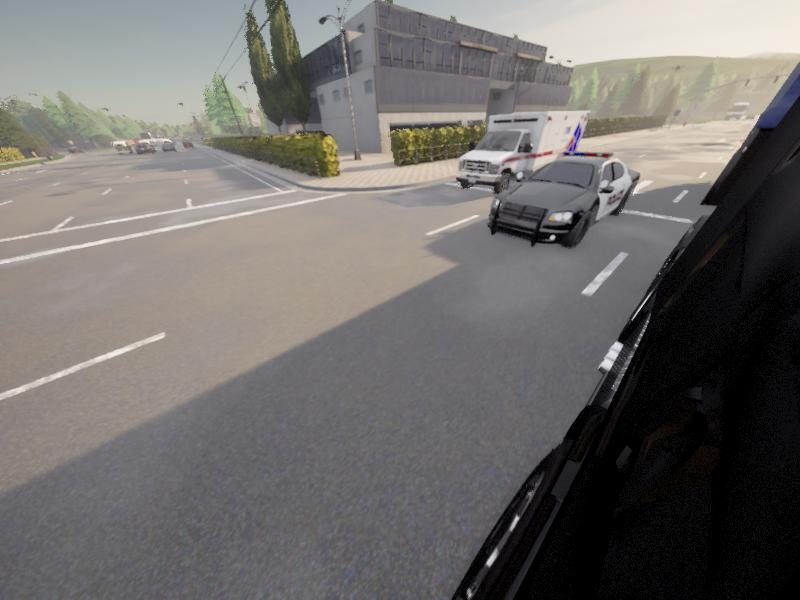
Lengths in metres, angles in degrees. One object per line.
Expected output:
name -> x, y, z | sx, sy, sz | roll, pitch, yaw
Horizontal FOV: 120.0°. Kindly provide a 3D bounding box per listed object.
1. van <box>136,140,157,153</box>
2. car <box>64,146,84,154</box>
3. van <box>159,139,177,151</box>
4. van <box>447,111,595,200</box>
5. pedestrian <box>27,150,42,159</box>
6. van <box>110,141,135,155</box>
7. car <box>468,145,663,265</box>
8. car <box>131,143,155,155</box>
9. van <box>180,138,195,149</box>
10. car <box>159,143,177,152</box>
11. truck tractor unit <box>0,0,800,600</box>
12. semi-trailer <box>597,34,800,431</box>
van -> -53.126, -32.268, 48.484 | 2.069, 2.038, 4.480 | -27, 43, -28
car -> -81.838, -37.659, 58.005 | 4.674, 1.442, 1.812 | 19, 42, 26
van -> -52.002, -34.840, 51.852 | 2.069, 2.038, 4.480 | -27, 43, -28
van -> 5.132, -6.318, 9.756 | 6.366, 2.431, 2.351 | -27, 43, -29
pedestrian -> -64.853, -25.854, 40.966 | 0.751, 1.300, 0.751 | -27, 43, -29
van -> -55.050, -30.283, 45.951 | 2.069, 2.038, 4.480 | -27, 43, -28
car -> 4.200, -2.749, 5.791 | 4.974, 1.542, 2.038 | -28, 43, -30
car -> -48.170, -28.454, 43.445 | 2.242, 1.667, 4.611 | -27, 43, -28
van -> -50.915, -37.422, 55.276 | 1.775, 1.987, 4.442 | -27, 43, -28
car -> -47.154, -31.032, 46.991 | 1.994, 1.385, 4.181 | -27, 43, -28
truck tractor unit -> 2.645, -0.295, 0.351 | 6.516, 4.208, 3.053 | -28, 44, -30
semi-trailer -> 8.738, -3.575, 4.193 | 14.254, 4.402, 2.717 | -28, 43, -29
